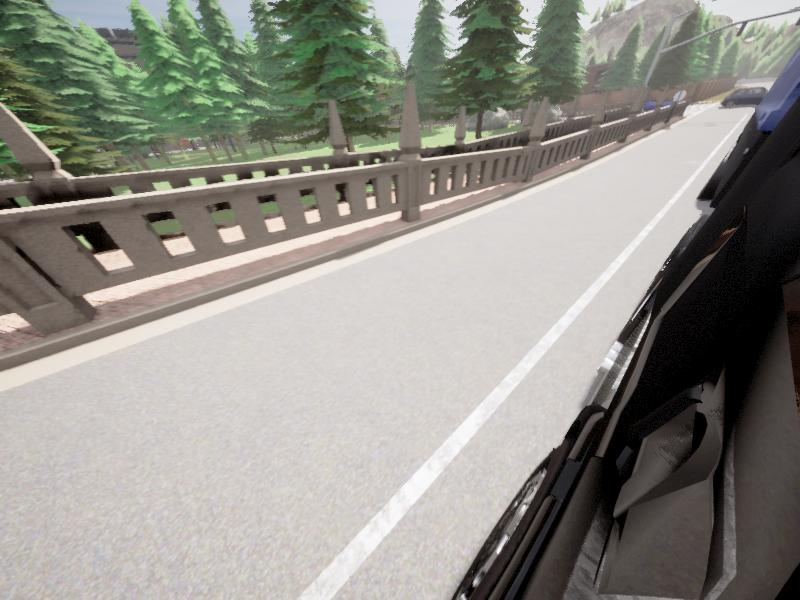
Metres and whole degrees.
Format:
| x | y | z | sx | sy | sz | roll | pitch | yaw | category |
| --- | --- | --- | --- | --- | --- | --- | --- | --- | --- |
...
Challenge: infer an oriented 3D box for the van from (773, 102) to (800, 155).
| x | y | z | sx | sy | sz | roll | pitch | yaw | category |
| --- | --- | --- | --- | --- | --- | --- | --- | --- | --- |
| 19.979 | -8.153 | 10.073 | 2.351 | 2.431 | 6.366 | 27 | 49 | 34 | van |

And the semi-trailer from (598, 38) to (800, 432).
| x | y | z | sx | sy | sz | roll | pitch | yaw | category |
| --- | --- | --- | --- | --- | --- | --- | --- | --- | --- |
| 8.653 | -3.688 | 4.192 | 14.254 | 4.402 | 2.717 | -29 | 44 | -29 | semi-trailer |

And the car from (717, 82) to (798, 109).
| x | y | z | sx | sy | sz | roll | pitch | yaw | category |
| --- | --- | --- | --- | --- | --- | --- | --- | --- | --- |
| 40.622 | -23.397 | 26.498 | 4.553 | 1.767 | 2.097 | 25 | 49 | 33 | car |

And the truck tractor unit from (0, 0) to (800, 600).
| x | y | z | sx | sy | sz | roll | pitch | yaw | category |
| --- | --- | --- | --- | --- | --- | --- | --- | --- | --- |
| 2.645 | -0.295 | 0.351 | 6.516 | 4.208 | 3.053 | -28 | 44 | -30 | truck tractor unit |

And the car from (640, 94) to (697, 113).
| x | y | z | sx | sy | sz | roll | pitch | yaw | category |
| --- | --- | --- | --- | --- | --- | --- | --- | --- | --- |
| 35.451 | -26.011 | 30.633 | 2.007 | 1.525 | 4.514 | -32 | 46 | -28 | car |

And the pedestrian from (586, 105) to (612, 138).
| x | y | z | sx | sy | sz | roll | pitch | yaw | category |
| --- | --- | --- | --- | --- | --- | --- | --- | --- | --- |
| 14.846 | -13.278 | 17.249 | 0.751 | 1.860 | 0.751 | 28 | 50 | 35 | pedestrian |
